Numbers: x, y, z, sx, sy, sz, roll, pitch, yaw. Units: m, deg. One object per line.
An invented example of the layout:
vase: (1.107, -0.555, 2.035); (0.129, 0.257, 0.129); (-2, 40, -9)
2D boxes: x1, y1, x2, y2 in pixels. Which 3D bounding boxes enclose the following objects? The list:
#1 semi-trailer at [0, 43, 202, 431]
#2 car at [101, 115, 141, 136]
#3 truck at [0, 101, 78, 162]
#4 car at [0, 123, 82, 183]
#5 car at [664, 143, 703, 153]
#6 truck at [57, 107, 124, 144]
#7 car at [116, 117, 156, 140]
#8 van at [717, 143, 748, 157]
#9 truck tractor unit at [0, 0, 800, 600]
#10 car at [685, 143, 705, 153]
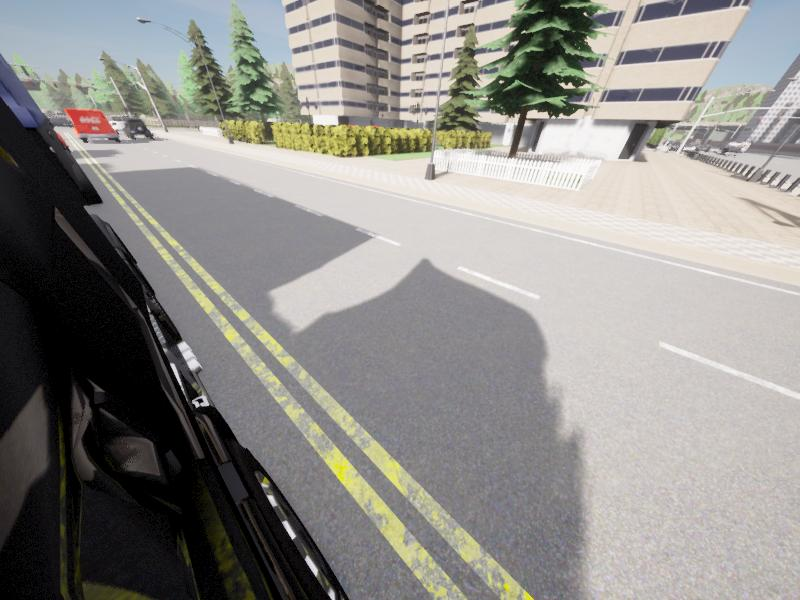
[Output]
semi-trailer: (-8.696, -3.607, 4.230); (14.254, 4.402, 2.717); (28, 44, 30)
car: (-37.396, -23.457, 30.965); (5.566, 2.045, 2.150); (28, 44, 30)
truck: (-21.387, -9.587, 13.075); (5.204, 2.467, 2.627); (28, 43, 30)
car: (-15.849, -6.288, 9.672); (4.611, 1.667, 2.242); (28, 43, 30)
car: (61.427, -32.937, 50.082); (4.974, 1.542, 2.038); (8, 37, 7)
truck: (-29.213, -16.507, 21.850); (5.204, 2.467, 2.627); (29, 44, 29)
car: (-29.658, -19.261, 25.966); (3.866, 1.878, 1.905); (28, 44, 30)
van: (66.422, -30.031, 46.227); (2.069, 2.038, 4.480); (28, 44, 30)
truck tractor unit: (-2.645, -0.295, 0.351); (6.516, 4.208, 3.053); (28, 44, 30)
car: (73.089, -37.722, 57.248); (2.033, 1.649, 4.856); (28, 44, 30)
